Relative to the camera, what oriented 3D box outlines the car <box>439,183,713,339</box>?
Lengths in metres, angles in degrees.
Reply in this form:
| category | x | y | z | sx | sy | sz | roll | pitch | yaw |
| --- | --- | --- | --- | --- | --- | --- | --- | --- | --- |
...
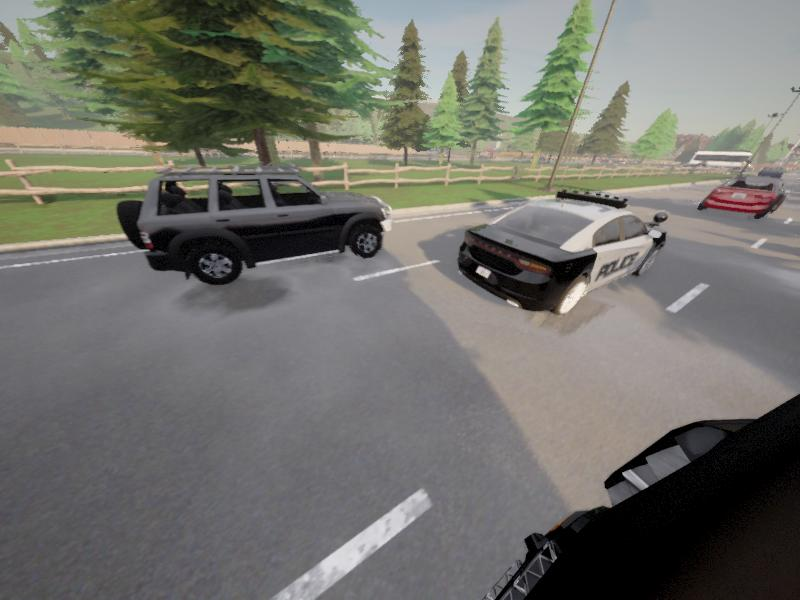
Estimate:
| category | x | y | z | sx | sy | sz | roll | pitch | yaw |
| --- | --- | --- | --- | --- | --- | --- | --- | --- | --- |
| car | 3.554 | -1.262 | 4.668 | 5.238 | 1.638 | 1.930 | -16 | 37 | -26 |

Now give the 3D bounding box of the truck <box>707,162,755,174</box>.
| category | x | y | z | sx | sy | sz | roll | pitch | yaw |
| --- | --- | --- | --- | --- | --- | --- | --- | --- | --- |
| truck | 82.657 | -33.046 | 57.797 | 2.390 | 2.098 | 6.274 | -16 | 37 | -26 |

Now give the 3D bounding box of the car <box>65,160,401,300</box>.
| category | x | y | z | sx | sy | sz | roll | pitch | yaw |
| --- | --- | --- | --- | --- | --- | --- | --- | --- | --- |
| car | -2.495 | -1.826 | 4.939 | 4.605 | 1.855 | 1.932 | -16 | 37 | -26 |

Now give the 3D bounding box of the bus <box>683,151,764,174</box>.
| category | x | y | z | sx | sy | sz | roll | pitch | yaw |
| --- | --- | --- | --- | --- | --- | --- | --- | --- | --- |
| bus | 78.965 | -33.902 | 56.906 | 3.944 | 4.253 | 10.273 | -16 | 37 | -26 |

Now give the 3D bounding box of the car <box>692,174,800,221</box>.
| category | x | y | z | sx | sy | sz | roll | pitch | yaw |
| --- | --- | --- | --- | --- | --- | --- | --- | --- | --- |
| car | 17.967 | -5.436 | 11.923 | 4.611 | 1.667 | 2.242 | -16 | 37 | -26 |

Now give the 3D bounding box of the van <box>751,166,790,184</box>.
| category | x | y | z | sx | sy | sz | roll | pitch | yaw |
| --- | --- | --- | --- | --- | --- | --- | --- | --- | --- |
| van | 51.656 | -17.505 | 32.197 | 4.442 | 1.987 | 1.775 | -16 | 37 | -26 |
